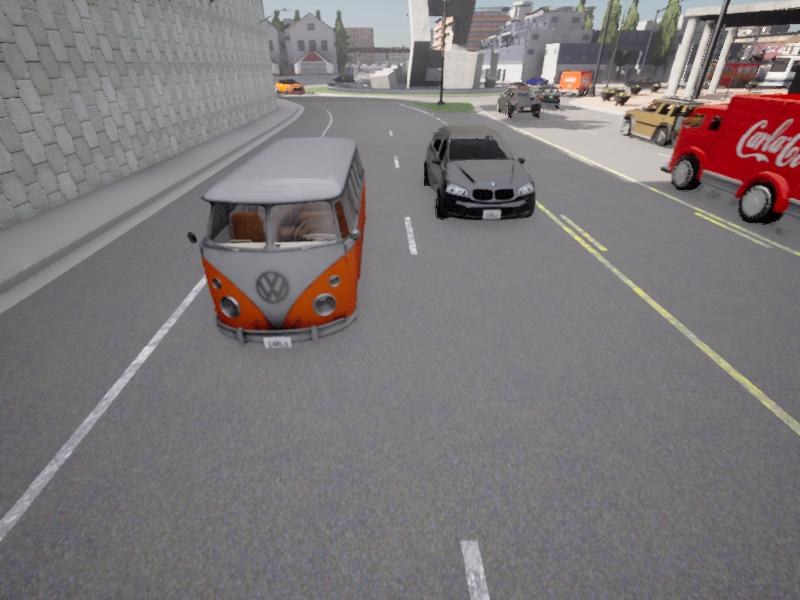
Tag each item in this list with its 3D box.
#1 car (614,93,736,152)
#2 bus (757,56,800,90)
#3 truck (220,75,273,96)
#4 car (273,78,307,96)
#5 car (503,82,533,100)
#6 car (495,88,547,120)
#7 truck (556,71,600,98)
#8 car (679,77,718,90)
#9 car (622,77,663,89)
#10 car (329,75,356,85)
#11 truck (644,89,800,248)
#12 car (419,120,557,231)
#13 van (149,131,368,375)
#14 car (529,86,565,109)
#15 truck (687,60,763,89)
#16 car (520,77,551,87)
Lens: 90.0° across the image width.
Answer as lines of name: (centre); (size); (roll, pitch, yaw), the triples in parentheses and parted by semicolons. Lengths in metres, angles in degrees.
car: (11.939, -8.037, 17.887); (1.932, 1.855, 4.605); (-1, 31, -2)
bus: (60.357, -33.609, 59.215); (10.273, 4.253, 3.944); (-2, 30, -3)
truck: (-18.604, -26.116, 48.607); (6.274, 2.098, 2.390); (19, 35, 29)
car: (-13.529, -26.269, 49.177); (2.097, 1.767, 4.553); (-21, 36, -32)
car: (12.776, -22.632, 43.164); (1.789, 1.549, 3.705); (19, 35, 30)
car: (8.269, -13.766, 27.936); (2.152, 1.651, 5.027); (0, 30, 1)
truck: (20.547, -24.932, 46.182); (2.627, 2.467, 5.204); (24, 38, 34)
car: (43.915, -31.795, 58.833); (3.988, 1.617, 1.851); (-2, 30, -3)
car: (37.525, -33.589, 61.933); (4.892, 1.490, 1.837); (4, 31, 7)
car: (-10.861, -41.734, 75.909); (1.837, 1.490, 4.892); (22, 37, 33)
truck: (8.881, -3.412, 9.384); (2.627, 2.467, 5.204); (-1, 30, -2)
car: (1.828, -3.389, 10.144); (2.242, 1.667, 4.611); (-1, 30, -3)
van: (-1.446, -1.146, 6.000); (1.775, 1.987, 4.442); (-1, 30, -2)
car: (12.166, -16.929, 33.396); (1.789, 1.549, 3.705); (2, 30, 4)
truck: (49.914, -34.780, 61.652); (8.468, 3.827, 2.891); (-2, 30, -3)
car: (23.268, -37.501, 68.694); (1.812, 1.442, 4.674); (-21, 36, -32)
